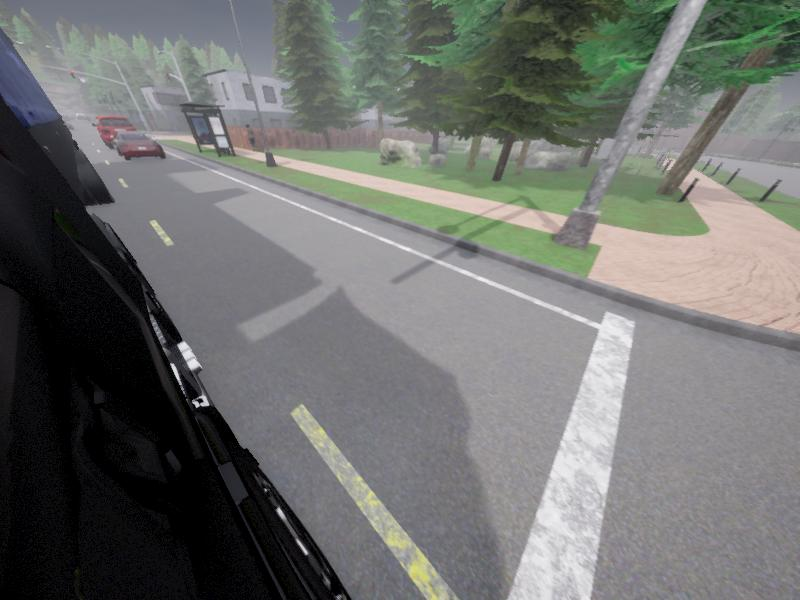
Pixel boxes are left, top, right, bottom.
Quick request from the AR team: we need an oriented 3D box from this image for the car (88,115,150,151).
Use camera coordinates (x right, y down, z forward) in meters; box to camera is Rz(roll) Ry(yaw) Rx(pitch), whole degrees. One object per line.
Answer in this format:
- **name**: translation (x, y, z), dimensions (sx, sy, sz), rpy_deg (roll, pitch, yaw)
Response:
- **car**: translation (-22.721, -13.520, 18.656), dimensions (5.566, 2.045, 2.150), rpy_deg (30, 44, 31)

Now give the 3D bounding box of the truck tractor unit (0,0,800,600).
- **truck tractor unit**: translation (-2.645, -0.295, 0.352), dimensions (6.516, 4.208, 3.053), rpy_deg (28, 44, 30)

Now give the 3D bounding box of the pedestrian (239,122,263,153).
- **pedestrian**: translation (-11.455, -12.498, 17.811), dimensions (0.751, 1.860, 0.751), rpy_deg (21, 40, 23)

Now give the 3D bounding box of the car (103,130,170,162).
- **car**: translation (-16.784, -9.881, 14.710), dimensions (4.181, 1.385, 1.994), rpy_deg (30, 45, 31)

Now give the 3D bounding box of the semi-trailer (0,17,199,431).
- **semi-trailer**: translation (-8.583, -3.673, 4.349), dimensions (14.254, 4.402, 2.717), rpy_deg (29, 44, 31)

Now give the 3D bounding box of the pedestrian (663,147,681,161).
- **pedestrian**: translation (30.619, -16.507, 26.068), dimensions (0.751, 1.300, 0.751), rpy_deg (29, 44, 30)
